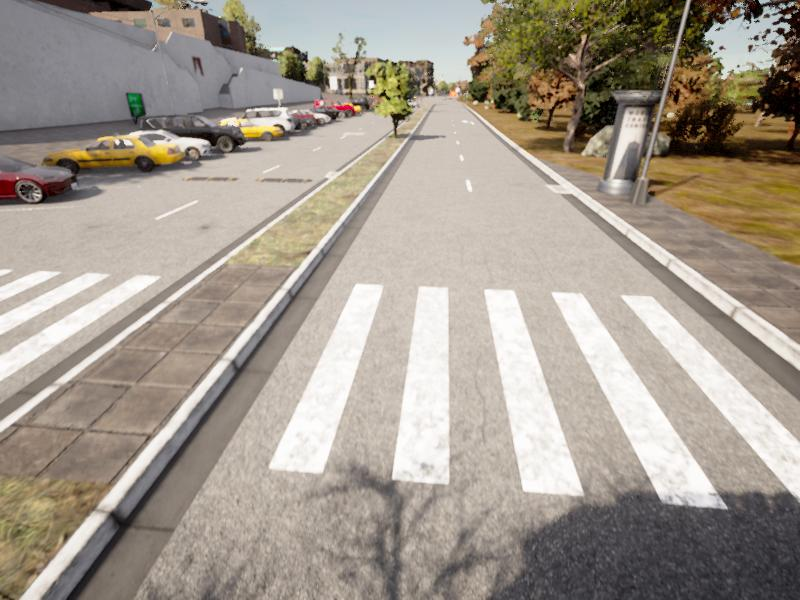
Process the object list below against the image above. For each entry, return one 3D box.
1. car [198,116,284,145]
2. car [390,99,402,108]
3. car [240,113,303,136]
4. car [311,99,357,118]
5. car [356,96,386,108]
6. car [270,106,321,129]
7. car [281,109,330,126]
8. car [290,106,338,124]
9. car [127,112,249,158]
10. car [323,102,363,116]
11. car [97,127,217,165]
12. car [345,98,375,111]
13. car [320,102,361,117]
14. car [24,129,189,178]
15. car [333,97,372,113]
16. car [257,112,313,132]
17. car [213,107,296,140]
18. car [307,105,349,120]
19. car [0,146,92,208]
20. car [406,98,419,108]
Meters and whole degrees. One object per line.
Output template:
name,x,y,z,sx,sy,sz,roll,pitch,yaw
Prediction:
car,-11.121,-12.111,28.443,5.366,1.575,1.946,-7,28,-12
car,-0.727,-37.848,77.064,1.837,1.490,4.892,3,28,5
car,-10.731,-14.831,33.698,4.792,1.488,2.163,-8,29,-12
car,-8.603,-24.916,52.048,5.566,2.045,2.435,-8,28,-12
car,-5.684,-38.850,78.434,5.566,2.045,2.435,-7,29,-12
car,-10.142,-17.768,38.915,4.553,1.767,2.185,-8,28,-12
car,-9.815,-19.027,41.635,4.674,1.452,2.002,-8,28,-12
car,-9.508,-20.467,44.250,5.008,1.535,2.097,-8,29,-12
car,-11.869,-9.550,23.001,5.566,2.045,2.435,-7,28,-12
car,-8.210,-27.470,57.382,5.366,1.575,1.946,-8,29,-12
car,-12.194,-7.914,20.467,4.674,1.452,2.002,-7,28,-12
car,-6.813,-33.192,67.929,4.553,1.767,2.185,-8,29,-12
car,-8.148,-26.120,54.831,5.366,1.575,1.946,-8,28,-12
car,-12.665,-6.555,17.746,5.366,1.575,1.946,-7,28,-12
car,-7.466,-30.505,62.572,5.566,2.045,2.435,-8,29,-12
car,-10.408,-16.224,36.364,4.674,1.452,2.002,-8,28,-12
car,-11.031,-13.689,30.927,5.566,2.045,2.435,-7,28,-12
car,-8.894,-23.262,49.543,4.792,1.488,2.163,-8,28,-12
car,-13.054,-3.823,12.501,4.792,1.488,2.163,-7,28,-12
car,2.473,-38.722,78.688,2.242,1.667,4.611,3,28,5
